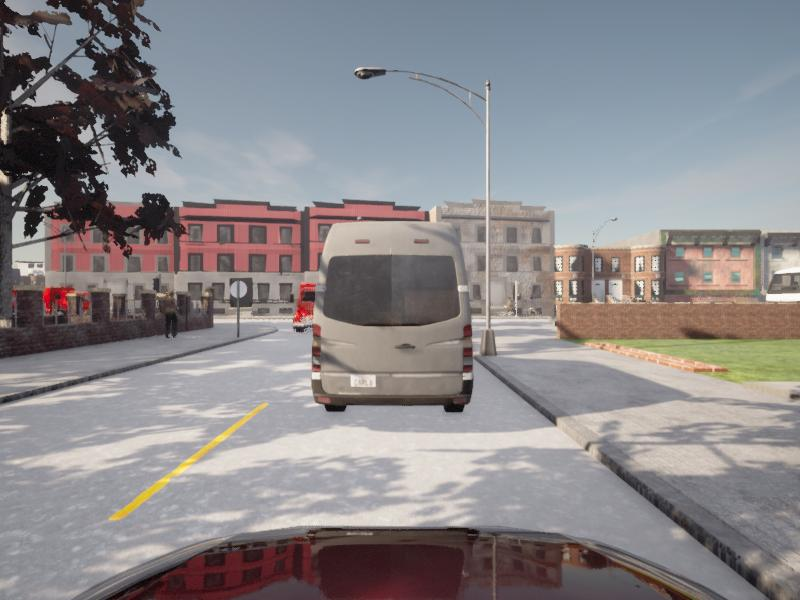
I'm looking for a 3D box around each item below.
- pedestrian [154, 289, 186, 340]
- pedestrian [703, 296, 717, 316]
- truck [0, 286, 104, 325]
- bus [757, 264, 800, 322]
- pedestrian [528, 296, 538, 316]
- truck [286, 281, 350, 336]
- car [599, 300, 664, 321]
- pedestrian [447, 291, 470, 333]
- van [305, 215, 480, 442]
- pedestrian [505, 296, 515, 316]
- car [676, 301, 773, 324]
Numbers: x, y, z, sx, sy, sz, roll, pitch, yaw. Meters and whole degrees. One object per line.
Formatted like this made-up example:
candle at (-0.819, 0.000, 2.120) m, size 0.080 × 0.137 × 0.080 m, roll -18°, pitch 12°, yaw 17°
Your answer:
pedestrian at (-8.525, 0.534, 14.846) m, size 0.751 × 1.860 × 0.751 m, roll 0°, pitch 0°, yaw 0°
pedestrian at (29.675, 0.582, 38.304) m, size 0.751 × 1.860 × 0.751 m, roll 0°, pitch 0°, yaw -9°
truck at (-23.791, 0.351, 27.276) m, size 5.204 × 2.467 × 2.627 m, roll 0°, pitch 0°, yaw 0°
bus at (34.572, -0.534, 30.990) m, size 10.273 × 4.253 × 3.944 m, roll 0°, pitch 0°, yaw 0°
pedestrian at (12.047, 0.533, 36.273) m, size 0.751 × 1.860 × 0.751 m, roll 0°, pitch 0°, yaw 8°
truck at (-4.010, 0.353, 20.648) m, size 2.627 × 2.467 × 5.204 m, roll 0°, pitch 0°, yaw -5°
car at (17.972, 0.788, 31.195) m, size 3.988 × 1.617 × 1.851 m, roll 0°, pitch 0°, yaw 0°
pedestrian at (2.650, 0.525, 18.159) m, size 0.751 × 1.860 × 0.751 m, roll 0°, pitch 0°, yaw 41°
van at (-0.041, 0.322, 7.492) m, size 1.988 × 2.561 × 5.915 m, roll 0°, pitch 0°, yaw 1°
pedestrian at (9.858, 0.533, 35.940) m, size 0.751 × 1.860 × 0.751 m, roll 0°, pitch 0°, yaw 8°
car at (21.925, 0.823, 27.167) m, size 5.008 × 1.535 × 1.882 m, roll 0°, pitch 0°, yaw 0°
